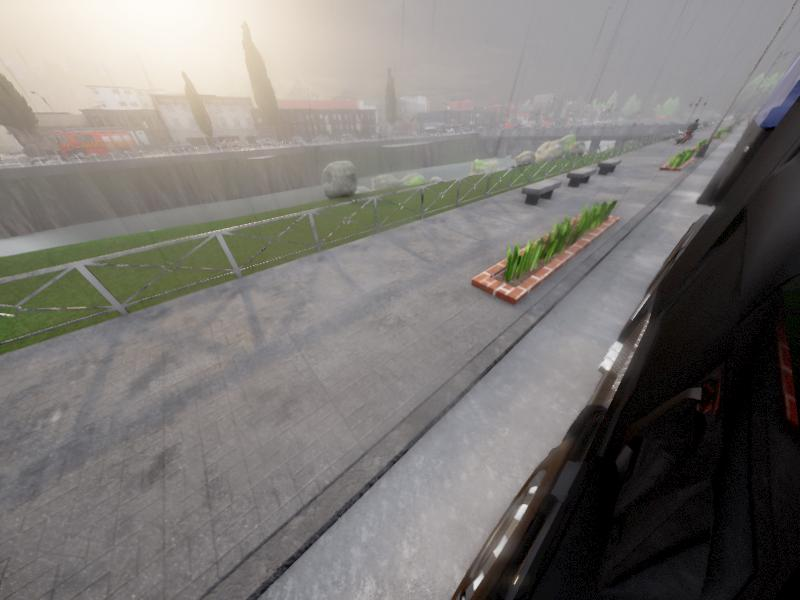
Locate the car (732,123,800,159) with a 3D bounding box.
[{"bbox_3d":[22.523,-9.757,14.098,4.514,1.525,2.007,-28,44,-30],"label":"car"}]

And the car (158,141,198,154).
[{"bbox_3d":[-40.179,-27.759,41.882,4.856,1.649,2.033,-28,44,-30],"label":"car"}]

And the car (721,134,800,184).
[{"bbox_3d":[15.666,-6.028,9.680,4.181,1.385,1.994,-27,43,-30],"label":"car"}]

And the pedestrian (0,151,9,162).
[{"bbox_3d":[-60.349,-21.740,34.585,0.751,1.860,0.751,-19,40,-20],"label":"pedestrian"}]

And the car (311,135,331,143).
[{"bbox_3d":[-19.066,-38.914,55.712,3.806,1.475,1.970,-28,43,-30],"label":"car"}]

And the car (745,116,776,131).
[{"bbox_3d":[54.081,-26.524,34.696,5.008,1.535,1.882,-28,44,-30],"label":"car"}]

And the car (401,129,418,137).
[{"bbox_3d":[2.941,-50.663,70.064,4.974,1.542,2.038,-28,44,-30],"label":"car"}]

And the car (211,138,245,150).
[{"bbox_3d":[-34.072,-31.000,45.869,5.027,1.651,2.152,-28,44,-30],"label":"car"}]

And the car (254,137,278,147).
[{"bbox_3d":[-28.600,-33.846,49.482,3.806,1.475,1.970,-28,44,-30],"label":"car"}]

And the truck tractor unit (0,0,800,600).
[{"bbox_3d":[2.645,-0.295,0.352,6.516,4.208,3.053,-28,44,-30],"label":"truck tractor unit"}]

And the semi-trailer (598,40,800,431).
[{"bbox_3d":[8.698,-3.599,4.239,14.254,4.402,2.717,-28,44,-30],"label":"semi-trailer"}]

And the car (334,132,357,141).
[{"bbox_3d":[-13.812,-41.777,59.102,5.238,1.638,1.930,-28,44,-30],"label":"car"}]

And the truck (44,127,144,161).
[{"bbox_3d":[-47.479,-24.779,36.480,8.468,3.827,2.891,-28,44,-30],"label":"truck"}]

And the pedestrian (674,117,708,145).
[{"bbox_3d":[24.193,-14.049,19.260,0.751,1.860,0.751,-9,37,-9],"label":"pedestrian"}]

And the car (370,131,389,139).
[{"bbox_3d":[-5.775,-46.053,64.353,4.856,1.649,2.033,-28,44,-30],"label":"car"}]

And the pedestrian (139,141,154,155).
[{"bbox_3d":[-41.610,-24.891,37.885,0.751,1.860,0.751,23,44,30],"label":"pedestrian"}]

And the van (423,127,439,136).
[{"bbox_3d":[9.409,-51.159,69.972,4.480,2.038,2.069,-28,44,-30],"label":"van"}]

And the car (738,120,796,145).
[{"bbox_3d":[31.274,-14.405,19.809,4.514,1.525,2.007,-28,44,-30],"label":"car"}]

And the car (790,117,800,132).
[{"bbox_3d":[51.708,-22.197,28.924,4.611,1.667,2.242,-28,44,-30],"label":"car"}]

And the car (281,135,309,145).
[{"bbox_3d":[-23.863,-36.435,52.535,5.238,1.638,1.930,-28,44,-30],"label":"car"}]

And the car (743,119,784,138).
[{"bbox_3d":[38.739,-18.348,24.697,4.193,1.474,1.816,-28,44,-30],"label":"car"}]
